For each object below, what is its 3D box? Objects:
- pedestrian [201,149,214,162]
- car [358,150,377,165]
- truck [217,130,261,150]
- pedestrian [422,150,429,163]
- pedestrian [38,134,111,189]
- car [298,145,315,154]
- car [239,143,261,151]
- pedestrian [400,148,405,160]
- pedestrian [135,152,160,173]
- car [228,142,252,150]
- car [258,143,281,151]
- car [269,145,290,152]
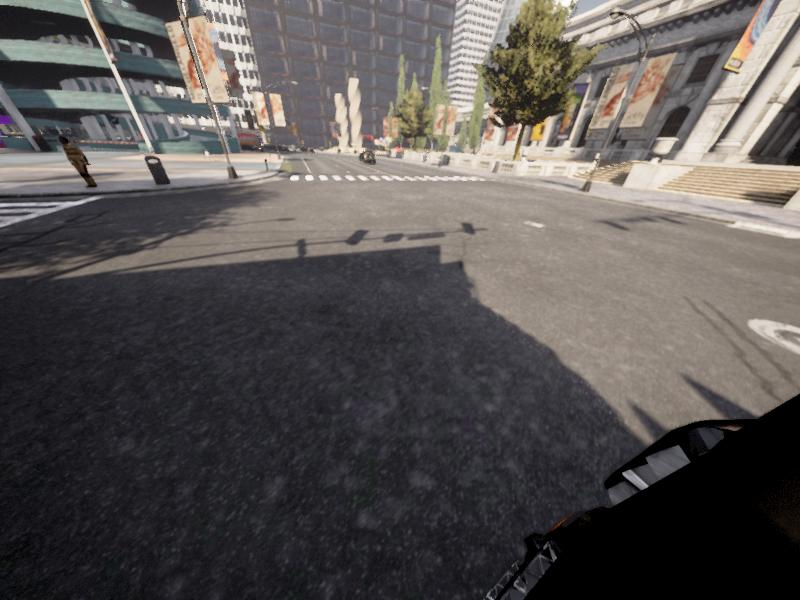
[{"bbox_3d":[-18.787,-14.136,22.601,0.500,1.100,0.500,-5,34,-12],"label":"pedestrian"},{"bbox_3d":[-4.820,-20.938,33.809,1.851,1.617,3.988,-10,36,-19],"label":"car"},{"bbox_3d":[-41.394,-41.133,59.544,8.468,3.827,2.891,4,33,2],"label":"truck"},{"bbox_3d":[4.212,-23.505,37.828,0.751,1.860,0.751,-8,35,-15],"label":"pedestrian"},{"bbox_3d":[-13.292,-5.666,9.522,0.751,1.860,0.751,-2,34,-7],"label":"pedestrian"},{"bbox_3d":[-21.844,-35.177,54.097,3.705,1.549,1.789,24,39,28],"label":"car"},{"bbox_3d":[-34.453,-35.159,53.092,3.705,1.549,1.789,13,35,14],"label":"car"},{"bbox_3d":[0.477,-27.002,42.831,0.751,1.860,0.751,-10,36,-19],"label":"pedestrian"},{"bbox_3d":[-15.979,-8.744,14.661,0.500,1.100,0.500,-1,34,-6],"label":"pedestrian"},{"bbox_3d":[-39.556,-37.985,57.081,4.514,1.525,2.007,8,34,8],"label":"car"},{"bbox_3d":[-35.170,-41.267,62.387,4.902,1.511,2.128,8,34,8],"label":"car"},{"bbox_3d":[-30.315,-38.196,58.161,4.181,1.385,1.994,13,35,14],"label":"car"}]
